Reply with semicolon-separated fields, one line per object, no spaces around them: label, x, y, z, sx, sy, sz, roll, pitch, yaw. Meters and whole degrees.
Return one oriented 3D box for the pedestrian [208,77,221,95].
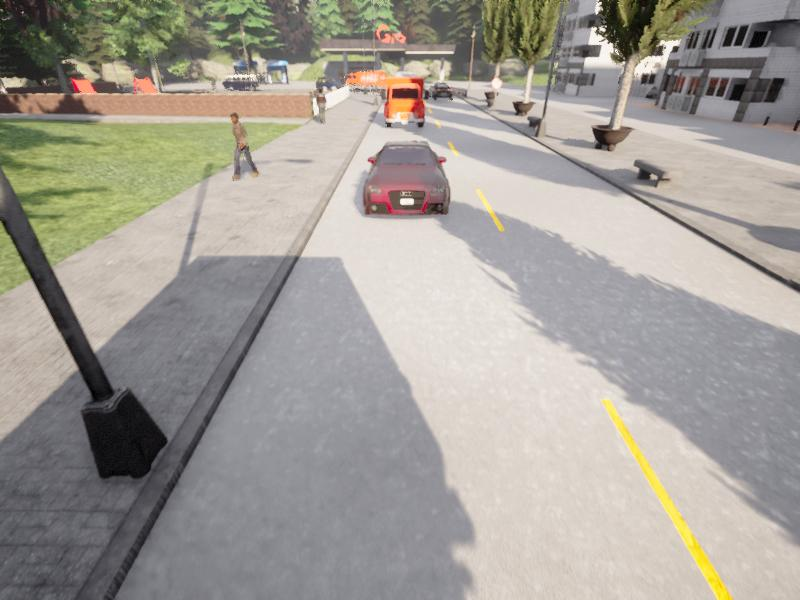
pedestrian;-21.298;-24.580;45.935;0.751;1.860;0.751;0;30;0

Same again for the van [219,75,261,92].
van;-21.434;-29.179;53.872;4.480;2.038;2.069;0;30;1

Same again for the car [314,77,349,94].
car;-8.553;-26.935;50.183;3.866;1.878;1.905;2;30;5

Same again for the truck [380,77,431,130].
truck;0.288;-11.622;23.436;2.627;2.467;5.204;0;30;0

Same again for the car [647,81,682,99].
car;28.363;-22.622;43.046;1.845;1.501;3.633;6;31;10

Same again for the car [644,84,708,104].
car;28.000;-21.000;40.757;4.974;1.542;2.038;16;34;26

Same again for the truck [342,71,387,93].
truck;-4.667;-29.002;53.140;5.204;2.467;2.627;9;30;15

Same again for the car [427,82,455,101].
car;4.238;-22.143;42.339;2.038;1.542;4.974;-2;30;-4

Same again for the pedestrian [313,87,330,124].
pedestrian;-4.537;-11.263;23.163;0.751;1.860;0.751;-7;31;-13

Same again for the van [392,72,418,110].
van;0.443;-17.998;34.252;1.988;2.561;5.915;1;31;1

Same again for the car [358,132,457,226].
car;0.168;-3.272;10.240;1.994;1.385;4.181;0;30;0

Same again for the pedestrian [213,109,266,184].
pedestrian;-4.532;-4.372;11.380;0.751;1.860;0.751;12;32;20
